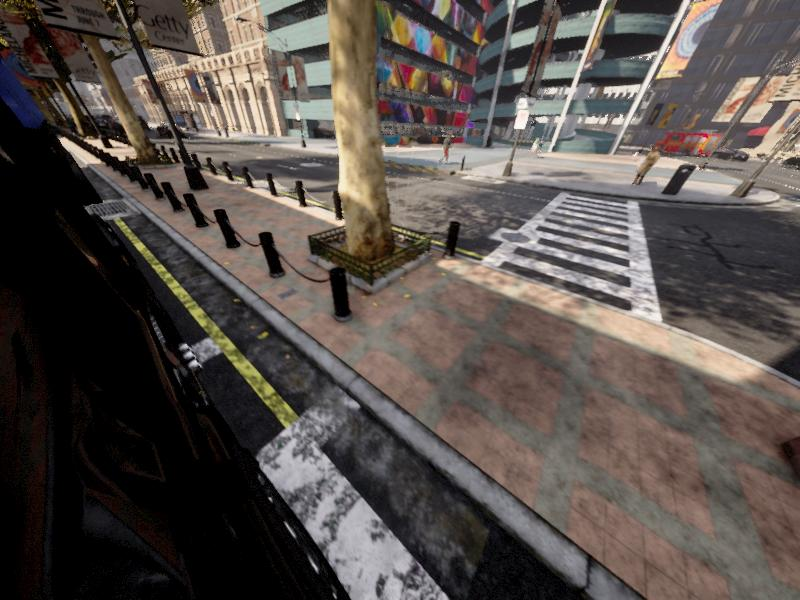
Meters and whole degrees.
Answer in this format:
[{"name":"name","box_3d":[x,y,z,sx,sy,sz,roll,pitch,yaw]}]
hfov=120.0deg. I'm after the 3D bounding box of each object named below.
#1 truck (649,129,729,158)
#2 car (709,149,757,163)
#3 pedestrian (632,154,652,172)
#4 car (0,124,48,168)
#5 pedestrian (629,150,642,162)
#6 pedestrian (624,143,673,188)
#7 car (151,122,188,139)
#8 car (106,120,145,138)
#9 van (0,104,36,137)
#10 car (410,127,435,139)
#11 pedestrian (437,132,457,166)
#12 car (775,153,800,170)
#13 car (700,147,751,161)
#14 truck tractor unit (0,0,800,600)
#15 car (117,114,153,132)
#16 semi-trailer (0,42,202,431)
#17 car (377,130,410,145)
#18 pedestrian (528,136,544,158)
[{"name":"truck","box_3d":[52.578,-28.967,42.605,2.891,3.827,8.468,-1,37,-5]},{"name":"car","box_3d":[51.375,-22.417,35.837,1.994,1.385,4.181,10,37,9]},{"name":"pedestrian","box_3d":[18.333,-10.395,17.535,0.500,1.100,0.500,-20,43,-28]},{"name":"car","box_3d":[-19.788,-7.666,11.345,4.792,1.488,2.163,27,43,29]},{"name":"pedestrian","box_3d":[24.868,-15.239,24.434,0.500,1.100,0.500,31,45,32]},{"name":"pedestrian","box_3d":[12.622,-6.855,11.798,0.751,1.860,0.751,-18,41,-25]},{"name":"car","box_3d":[-27.921,-20.566,28.027,3.806,1.475,1.970,27,43,29]},{"name":"car","box_3d":[-32.127,-20.026,27.014,4.892,1.490,1.837,27,43,29]},{"name":"van","box_3d":[-38.387,-17.462,22.398,6.366,2.431,2.351,27,43,29]},{"name":"car","box_3d":[5.602,-41.765,57.739,5.566,2.045,2.435,27,43,28]},{"name":"pedestrian","box_3d":[3.218,-10.390,15.894,0.751,1.860,0.751,29,44,31]},{"name":"car","box_3d":[47.702,-16.329,27.311,1.789,1.549,3.705,19,40,20]},{"name":"car","box_3d":[55.880,-25.206,39.798,2.128,1.511,4.902,3,37,1]},{"name":"truck tractor unit","box_3d":[-2.645,-0.295,0.351,6.516,4.208,3.053,28,44,30]},{"name":"car","box_3d":[-41.272,-27.553,35.993,5.566,2.045,2.150,27,43,29]},{"name":"semi-trailer","box_3d":[-8.693,-3.615,4.223,14.254,4.402,2.717,28,44,30]},{"name":"car","box_3d":[-1.056,-25.008,35.508,4.902,1.511,2.128,27,43,28]},{"name":"pedestrian","box_3d":[13.805,-15.568,23.506,0.751,1.860,0.751,18,39,19]}]
